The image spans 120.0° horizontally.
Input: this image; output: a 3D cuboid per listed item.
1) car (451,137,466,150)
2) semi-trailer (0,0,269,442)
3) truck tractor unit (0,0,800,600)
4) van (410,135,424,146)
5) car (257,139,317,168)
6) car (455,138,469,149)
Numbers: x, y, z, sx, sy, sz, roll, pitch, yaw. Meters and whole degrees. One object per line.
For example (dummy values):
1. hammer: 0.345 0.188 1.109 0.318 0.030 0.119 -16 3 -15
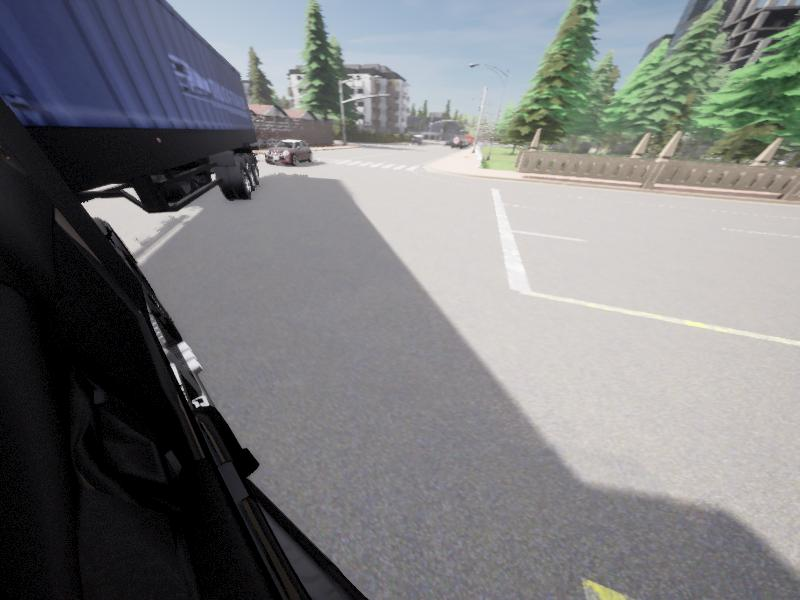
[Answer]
1. car: 12.620 -33.812 49.894 2.150 2.045 5.566 13 37 14
2. semi-trailer: -6.124 -4.532 5.798 2.717 4.402 14.254 -11 38 -17
3. truck tractor unit: -2.645 -0.295 0.351 6.516 4.208 3.053 28 44 30
4. van: 4.206 -38.653 55.997 2.069 2.038 4.480 13 37 14
5. car: -7.931 -10.659 16.720 1.970 1.475 3.806 7 36 6
6. car: 15.003 -37.763 55.555 2.150 2.045 5.566 13 37 14
